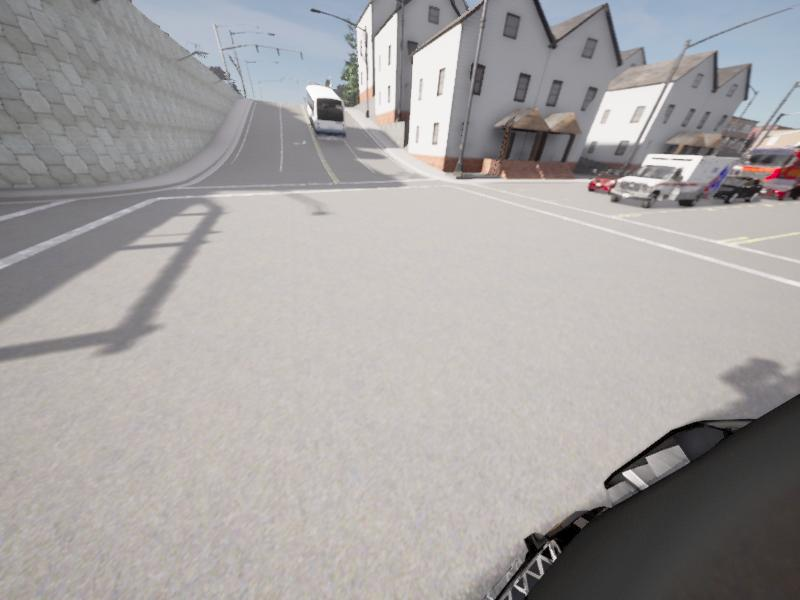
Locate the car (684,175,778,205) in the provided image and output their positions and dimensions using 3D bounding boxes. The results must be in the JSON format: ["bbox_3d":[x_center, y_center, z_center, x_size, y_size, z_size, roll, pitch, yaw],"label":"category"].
[{"bbox_3d":[22.366,-7.537,15.664,4.892,1.490,1.837,-10,36,-18],"label":"car"}]

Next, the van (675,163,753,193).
[{"bbox_3d":[27.516,-10.688,20.306,4.480,2.038,2.069,-9,36,-18],"label":"van"}]

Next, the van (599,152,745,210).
[{"bbox_3d":[15.158,-6.719,13.030,6.366,2.431,2.351,-10,36,-18],"label":"van"}]

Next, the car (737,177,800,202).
[{"bbox_3d":[29.478,-8.662,18.023,4.181,1.385,1.994,-8,35,-17],"label":"car"}]

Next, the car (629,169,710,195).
[{"bbox_3d":[21.472,-9.457,18.462,4.902,1.511,2.128,-10,36,-18],"label":"car"}]

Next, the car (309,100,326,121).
[{"bbox_3d":[-12.716,-29.250,35.525,1.801,1.575,5.366,-9,48,-19],"label":"car"}]

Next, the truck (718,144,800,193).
[{"bbox_3d":[37.629,-13.119,23.135,8.468,3.827,2.891,-10,36,-18],"label":"truck"}]

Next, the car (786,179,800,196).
[{"bbox_3d":[38.059,-10.159,20.831,4.892,1.490,1.837,-9,35,-18],"label":"car"}]

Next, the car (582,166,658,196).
[{"bbox_3d":[15.659,-8.530,16.529,3.988,1.617,1.851,-9,36,-18],"label":"car"}]

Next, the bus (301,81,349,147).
[{"bbox_3d":[-9.164,-22.595,27.878,3.944,4.253,10.273,-10,50,-18],"label":"bus"}]

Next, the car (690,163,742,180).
[{"bbox_3d":[56.034,-22.974,41.127,2.033,1.411,5.357,-10,45,-19],"label":"car"}]
